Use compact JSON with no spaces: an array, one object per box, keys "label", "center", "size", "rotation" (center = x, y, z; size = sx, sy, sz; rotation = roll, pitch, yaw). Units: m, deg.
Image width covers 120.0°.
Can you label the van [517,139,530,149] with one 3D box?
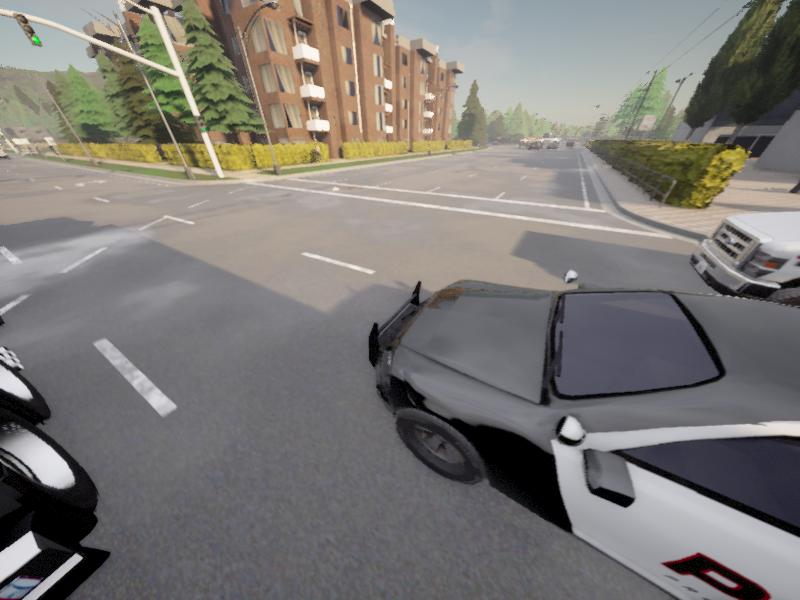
[{"label":"van","center":[32.753,-41.346,61.222],"size":[2.069,2.038,4.480],"rotation":[19,39,26]}]

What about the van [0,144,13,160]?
[{"label":"van","center":[-64.230,-23.605,36.346],"size":[5.915,2.561,1.988],"rotation":[19,39,25]}]

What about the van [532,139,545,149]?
[{"label":"van","center":[36.437,-40.965,60.636],"size":[2.069,2.038,4.480],"rotation":[19,39,26]}]

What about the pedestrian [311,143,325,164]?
[{"label":"pedestrian","center":[-8.638,-15.563,24.497],"size":[0.751,1.860,0.751],"rotation":[19,39,26]}]

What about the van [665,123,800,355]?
[{"label":"van","center":[7.656,-0.136,1.993],"size":[6.366,2.431,2.351],"rotation":[21,40,27]}]

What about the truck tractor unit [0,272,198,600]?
[{"label":"truck tractor unit","center":[-5.126,-0.284,0.764],"size":[6.516,4.208,3.053],"rotation":[18,39,24]}]

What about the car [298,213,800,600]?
[{"label":"car","center":[2.014,0.757,1.550],"size":[4.974,1.542,2.038],"rotation":[19,39,26]}]
